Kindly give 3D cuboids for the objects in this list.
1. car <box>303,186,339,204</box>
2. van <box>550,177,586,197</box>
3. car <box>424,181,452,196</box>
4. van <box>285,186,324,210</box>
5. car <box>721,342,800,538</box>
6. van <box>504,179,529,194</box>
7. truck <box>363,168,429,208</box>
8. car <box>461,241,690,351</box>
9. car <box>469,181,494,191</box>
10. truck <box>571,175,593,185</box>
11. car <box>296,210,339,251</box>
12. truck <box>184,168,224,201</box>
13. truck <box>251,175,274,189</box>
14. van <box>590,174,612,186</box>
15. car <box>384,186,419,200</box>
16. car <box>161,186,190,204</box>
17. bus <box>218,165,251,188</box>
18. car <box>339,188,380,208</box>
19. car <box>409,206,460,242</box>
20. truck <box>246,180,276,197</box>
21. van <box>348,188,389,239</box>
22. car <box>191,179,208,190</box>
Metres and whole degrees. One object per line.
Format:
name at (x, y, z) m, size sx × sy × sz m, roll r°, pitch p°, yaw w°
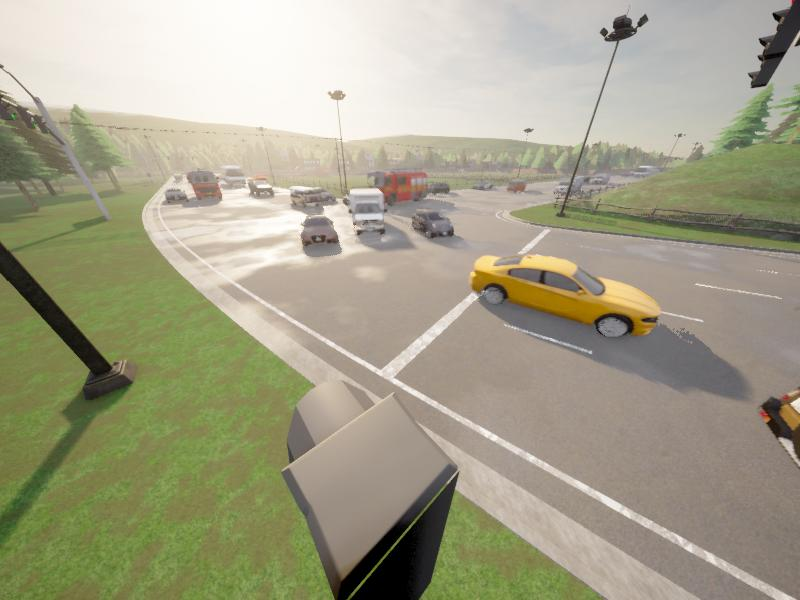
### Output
car at (-10.332, -13.723, 30.103) m, size 2.242 × 1.667 × 4.611 m, roll -26°, pitch 39°, yaw -37°
van at (27.295, -18.439, 37.515) m, size 6.366 × 2.431 × 2.351 m, roll -23°, pitch 37°, yaw -34°
car at (6.268, -18.511, 38.190) m, size 4.605 × 1.855 × 1.932 m, roll -23°, pitch 37°, yaw -34°
van at (-10.816, -11.669, 26.182) m, size 4.480 × 2.038 × 2.069 m, roll 26°, pitch 39°, yaw 38°
car at (7.409, 2.350, 2.065) m, size 4.605 × 1.855 × 1.932 m, roll 17°, pitch 34°, yaw 28°
van at (20.410, -19.925, 40.530) m, size 4.442 × 1.987 × 1.775 m, roll -23°, pitch 37°, yaw -34°
truck at (-0.177, -13.857, 28.181) m, size 2.891 × 3.827 × 8.468 m, roll 23°, pitch 37°, yaw 34°
car at (4.786, -0.487, 7.312) m, size 5.008 × 1.535 × 1.882 m, roll 19°, pitch 35°, yaw 30°
car at (16.130, -22.504, 45.445) m, size 4.974 × 1.542 × 2.038 m, roll -23°, pitch 37°, yaw -34°
truck at (47.367, -31.297, 60.110) m, size 6.274 × 2.098 × 2.390 m, roll -23°, pitch 37°, yaw -34°
car at (-5.107, -4.442, 14.330) m, size 1.994 × 1.385 × 4.181 m, roll -10°, pitch 31°, yaw -16°
truck at (-28.387, -16.866, 33.394) m, size 2.891 × 3.827 × 8.468 m, roll -22°, pitch 37°, yaw -33°
truck at (-29.140, -25.013, 48.851) m, size 2.627 × 2.467 × 5.204 m, roll -22°, pitch 37°, yaw -33°
van at (50.744, -30.453, 58.315) m, size 6.366 × 2.431 × 2.351 m, roll -23°, pitch 37°, yaw -34°
car at (0.288, -15.774, 33.848) m, size 4.792 × 1.488 × 2.163 m, roll -24°, pitch 37°, yaw -35°
car at (-29.716, -13.989, 30.613) m, size 2.152 × 1.651 × 5.027 m, roll -23°, pitch 37°, yaw -34°
bus at (-38.897, -29.067, 54.089) m, size 3.944 × 4.253 × 10.273 m, roll -22°, pitch 37°, yaw -33°
car at (-4.743, -12.551, 28.123) m, size 2.152 × 1.651 × 5.027 m, roll 16°, pitch 34°, yaw 25°
car at (2.138, -5.218, 15.516) m, size 1.845 × 1.501 × 3.633 m, roll -11°, pitch 32°, yaw -18°
truck at (-22.458, -18.024, 37.125) m, size 2.390 × 2.098 × 6.274 m, roll -23°, pitch 37°, yaw -34°
van at (-2.455, -6.639, 17.077) m, size 2.351 × 2.431 × 6.366 m, roll -5°, pitch 30°, yaw -9°
car at (-41.826, -24.096, 48.118) m, size 2.152 × 1.651 × 5.027 m, roll -22°, pitch 37°, yaw -33°
